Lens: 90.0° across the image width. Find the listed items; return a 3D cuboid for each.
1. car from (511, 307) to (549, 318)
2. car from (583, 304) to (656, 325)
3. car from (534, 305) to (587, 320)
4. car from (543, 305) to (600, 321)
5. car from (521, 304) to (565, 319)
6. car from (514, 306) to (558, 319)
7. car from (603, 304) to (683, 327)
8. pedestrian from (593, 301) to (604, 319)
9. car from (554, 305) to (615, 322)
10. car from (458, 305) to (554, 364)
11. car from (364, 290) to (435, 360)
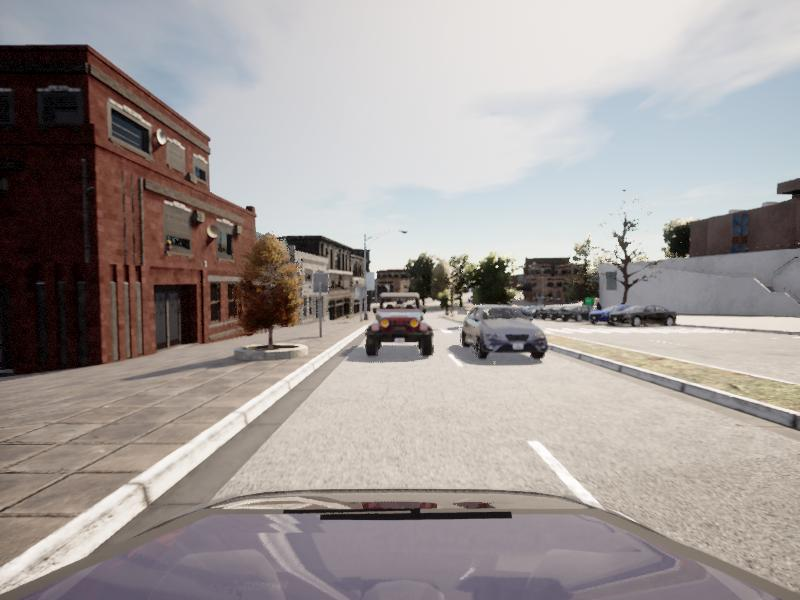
[{"bbox_3d":[17.716,1.690,54.526,4.674,1.452,2.002,1,-1,-15],"label":"car"},{"bbox_3d":[16.953,1.124,30.915,5.008,1.535,2.097,1,-1,-20],"label":"car"},{"bbox_3d":[17.111,1.375,42.739,4.892,1.521,2.231,1,-2,-18],"label":"car"},{"bbox_3d":[17.031,1.309,39.785,4.892,1.521,2.231,1,-2,-18],"label":"car"},{"bbox_3d":[17.394,1.384,48.647,4.553,1.767,2.185,1,-1,-17],"label":"car"},{"bbox_3d":[17.518,1.578,51.585,5.008,1.535,2.097,1,-2,-16],"label":"car"},{"bbox_3d":[16.951,1.068,27.953,5.008,1.535,2.097,1,-1,-20],"label":"car"},{"bbox_3d":[20.591,1.017,41.434,0.751,1.860,0.751,0,3,4],"label":"pedestrian"},{"bbox_3d":[16.977,1.246,36.827,4.892,1.521,2.231,1,-2,-19],"label":"car"},{"bbox_3d":[2.989,0.890,12.208,1.816,1.474,4.193,0,0,0],"label":"car"},{"bbox_3d":[-0.010,0.684,12.730,1.905,1.878,3.866,0,0,0],"label":"car"}]
